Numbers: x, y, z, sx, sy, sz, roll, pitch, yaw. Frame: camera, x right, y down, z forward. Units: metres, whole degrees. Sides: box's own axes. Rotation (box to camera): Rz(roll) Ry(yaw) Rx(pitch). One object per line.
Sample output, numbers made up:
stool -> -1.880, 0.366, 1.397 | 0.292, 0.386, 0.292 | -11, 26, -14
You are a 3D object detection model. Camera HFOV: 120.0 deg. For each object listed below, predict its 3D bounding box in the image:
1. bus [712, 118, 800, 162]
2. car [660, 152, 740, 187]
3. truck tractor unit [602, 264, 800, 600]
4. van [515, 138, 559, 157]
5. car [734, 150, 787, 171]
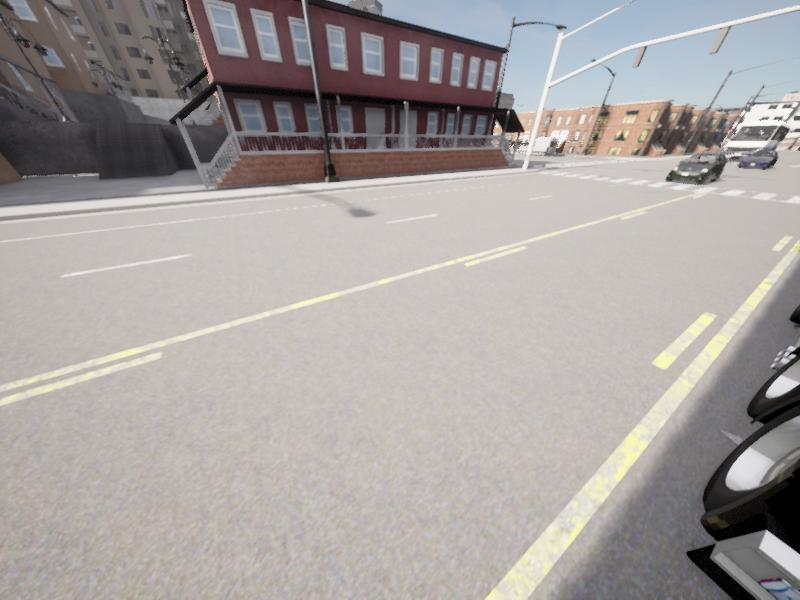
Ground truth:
bus -> 47.809, -21.129, 30.919 | 10.273, 4.253, 3.944 | -17, 38, -25
car -> 19.270, -8.491, 14.895 | 3.988, 1.617, 1.851 | -18, 39, -24
truck tractor unit -> 5.115, -0.293, 0.794 | 6.516, 4.208, 3.053 | -18, 39, -24
van -> 23.250, -26.196, 39.510 | 1.988, 2.561, 5.915 | -18, 39, -24
car -> 34.940, -13.561, 22.382 | 4.193, 1.474, 1.816 | -18, 39, -24
